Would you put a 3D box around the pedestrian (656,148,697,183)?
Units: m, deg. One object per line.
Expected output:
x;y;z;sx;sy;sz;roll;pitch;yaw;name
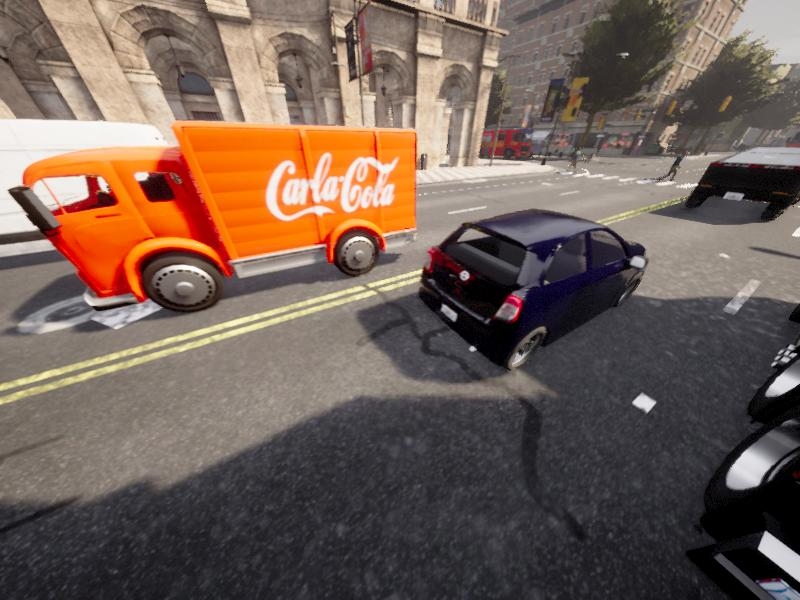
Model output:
17.645;-8.561;14.769;0.751;1.860;0.751;-16;38;-22;pedestrian

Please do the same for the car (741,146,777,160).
56.153;-23.050;36.119;5.238;1.638;1.930;-19;39;-25;car

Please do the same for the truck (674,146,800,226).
14.351;-4.797;9.169;6.274;2.098;2.390;-18;39;-25;truck

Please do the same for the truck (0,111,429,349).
-2.439;-1.755;4.343;5.204;2.467;2.627;-18;39;-24;truck

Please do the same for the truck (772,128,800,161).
59.085;-22.598;33.583;8.468;3.827;2.891;-18;39;-25;truck

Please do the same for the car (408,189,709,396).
2.161;-0.552;3.475;3.633;1.501;1.845;-18;39;-24;car

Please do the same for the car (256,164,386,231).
-2.545;-3.644;7.879;3.633;1.501;1.845;-18;39;-24;car

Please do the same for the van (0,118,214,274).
-8.171;-2.238;4.931;5.915;2.561;1.988;-18;39;-24;van

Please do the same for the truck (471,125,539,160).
14.847;-23.044;33.875;2.891;3.827;8.468;-18;39;-24;truck

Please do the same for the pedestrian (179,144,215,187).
-10.507;-7.004;12.045;0.751;1.860;0.751;-20;39;-26;pedestrian

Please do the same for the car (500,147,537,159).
18.175;-22.699;35.620;1.895;1.301;4.718;-18;39;-24;car

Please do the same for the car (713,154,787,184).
24.555;-9.417;16.430;1.970;1.475;3.806;29;44;34;car

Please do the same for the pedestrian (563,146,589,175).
13.985;-11.106;18.396;0.751;1.860;0.751;-19;39;-25;pedestrian

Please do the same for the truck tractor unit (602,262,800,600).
5.105;-0.307;0.784;6.516;4.208;3.053;-18;39;-24;truck tractor unit
